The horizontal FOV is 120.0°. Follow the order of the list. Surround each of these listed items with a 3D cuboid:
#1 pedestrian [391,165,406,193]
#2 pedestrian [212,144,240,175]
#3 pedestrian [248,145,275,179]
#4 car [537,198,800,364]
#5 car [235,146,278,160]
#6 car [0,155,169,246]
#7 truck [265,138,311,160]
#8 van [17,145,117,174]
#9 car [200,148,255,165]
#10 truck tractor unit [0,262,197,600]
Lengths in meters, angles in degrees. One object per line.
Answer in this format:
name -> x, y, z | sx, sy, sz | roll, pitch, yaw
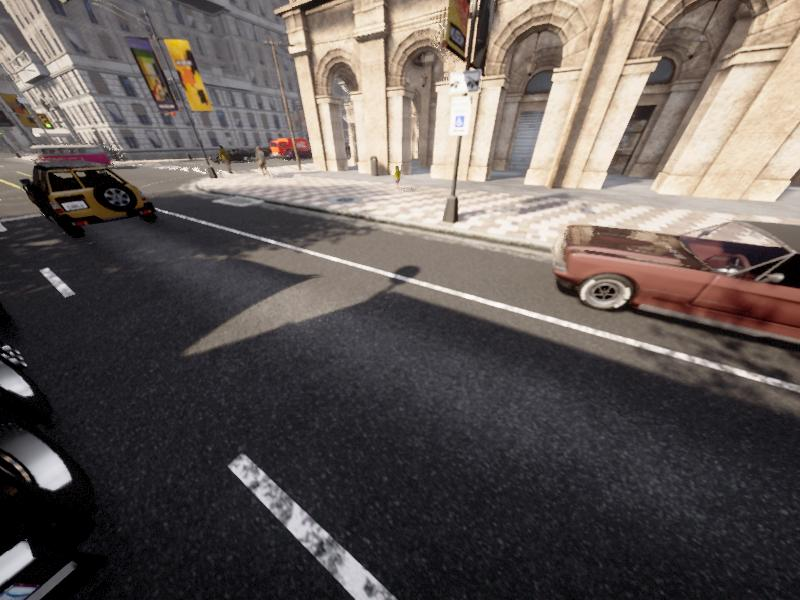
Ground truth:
pedestrian -> -0.060, -5.768, 11.011 | 0.500, 1.100, 0.500 | 28, 44, 35
pedestrian -> -12.830, -10.364, 17.054 | 0.751, 1.860, 0.751 | 8, 36, 12
pedestrian -> -9.026, -9.014, 15.084 | 0.751, 1.860, 0.751 | 25, 42, 32
car -> 4.901, -0.378, 3.356 | 4.718, 1.301, 1.895 | 18, 39, 24
car -> -20.662, -21.377, 33.567 | 1.837, 1.490, 4.892 | 18, 39, 24
car -> -9.947, -3.360, 7.267 | 4.605, 1.855, 1.932 | 20, 39, 26
truck -> -16.239, -22.190, 33.849 | 2.627, 2.467, 5.204 | 18, 39, 24
van -> -29.506, -12.686, 20.731 | 1.775, 1.987, 4.442 | 18, 39, 24
car -> -20.550, -17.396, 27.852 | 1.837, 1.490, 4.892 | 17, 38, 23
truck tractor unit -> -5.106, -0.307, 0.780 | 6.516, 4.208, 3.053 | 19, 39, 24
